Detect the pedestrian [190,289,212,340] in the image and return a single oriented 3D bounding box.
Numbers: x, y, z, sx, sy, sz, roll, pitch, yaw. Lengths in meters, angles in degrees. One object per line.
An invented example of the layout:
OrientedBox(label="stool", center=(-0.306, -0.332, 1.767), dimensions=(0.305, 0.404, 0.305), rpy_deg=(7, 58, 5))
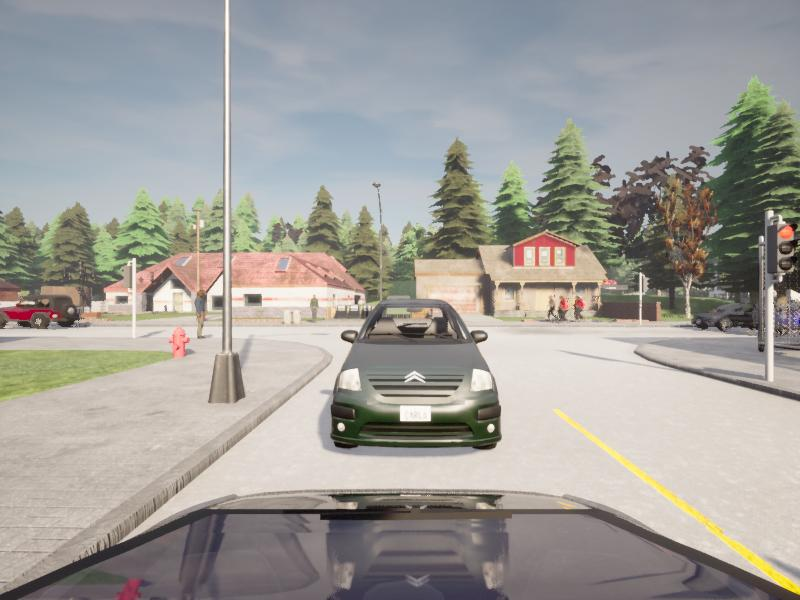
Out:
OrientedBox(label="pedestrian", center=(-7.594, 0.534, 15.250), dimensions=(0.751, 1.860, 0.751), rpy_deg=(0, 0, -28))

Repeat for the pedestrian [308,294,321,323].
OrientedBox(label="pedestrian", center=(-5.507, 0.533, 25.747), dimensions=(0.751, 1.860, 0.751), rpy_deg=(0, 0, -13))

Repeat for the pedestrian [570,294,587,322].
OrientedBox(label="pedestrian", center=(11.856, 0.533, 26.601), dimensions=(0.751, 1.860, 0.751), rpy_deg=(0, 0, -7))

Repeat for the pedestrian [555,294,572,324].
OrientedBox(label="pedestrian", center=(10.138, 0.533, 24.848), dimensions=(0.751, 1.860, 0.751), rpy_deg=(0, 0, -2))

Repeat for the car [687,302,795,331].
OrientedBox(label="car", center=(18.033, 0.854, 21.315), dimensions=(4.193, 1.474, 1.816), rpy_deg=(0, 0, 1))

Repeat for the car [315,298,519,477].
OrientedBox(label="car", center=(0.190, 0.788, 5.622), dimensions=(1.851, 1.617, 3.988), rpy_deg=(0, 0, 1))

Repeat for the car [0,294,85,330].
OrientedBox(label="car", center=(-20.138, 0.648, 22.140), dimensions=(3.866, 1.878, 1.905), rpy_deg=(0, 0, 1))

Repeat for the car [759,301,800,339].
OrientedBox(label="car", center=(18.727, 0.828, 17.301), dimensions=(4.514, 1.525, 2.007), rpy_deg=(0, 0, 1))

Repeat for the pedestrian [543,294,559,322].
OrientedBox(label="pedestrian", center=(10.052, 0.533, 26.662), dimensions=(0.751, 1.860, 0.751), rpy_deg=(0, 0, 2))
